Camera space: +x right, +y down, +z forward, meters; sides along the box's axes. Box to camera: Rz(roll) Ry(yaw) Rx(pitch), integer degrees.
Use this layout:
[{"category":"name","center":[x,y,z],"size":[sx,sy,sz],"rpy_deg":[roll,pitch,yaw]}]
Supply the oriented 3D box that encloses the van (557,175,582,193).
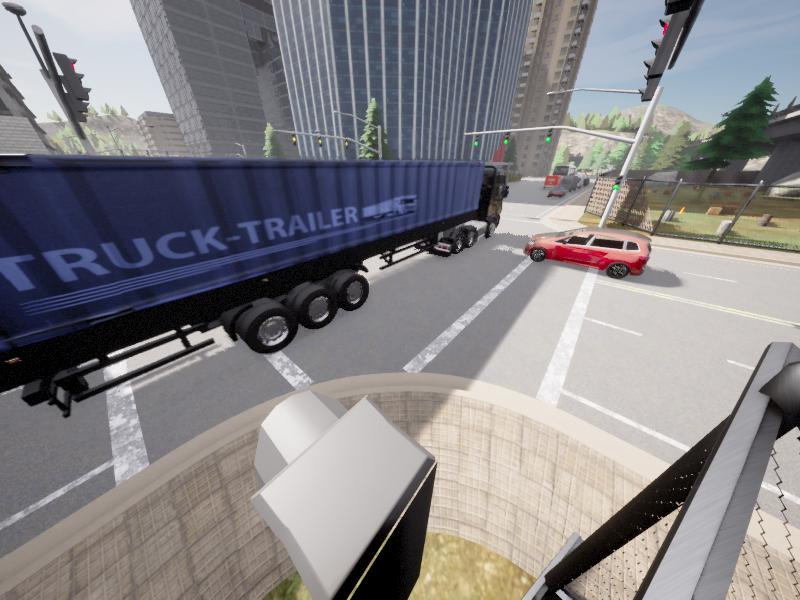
[{"category":"van","center":[30.940,-21.257,42.174],"size":[1.988,2.561,5.915],"rpy_deg":[25,39,37]}]

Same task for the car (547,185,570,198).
[{"category":"car","center":[23.951,-16.374,34.887],"size":[1.994,1.385,4.181],"rpy_deg":[23,37,34]}]

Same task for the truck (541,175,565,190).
[{"category":"truck","center":[30.920,-23.734,46.528],"size":[2.627,2.467,5.204],"rpy_deg":[23,37,34]}]

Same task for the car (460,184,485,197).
[{"category":"car","center":[11.378,-17.082,36.037],"size":[1.812,1.442,4.674],"rpy_deg":[23,37,34]}]

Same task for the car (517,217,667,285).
[{"category":"car","center":[8.359,-2.468,10.590],"size":[4.611,1.667,2.242],"rpy_deg":[23,37,33]}]

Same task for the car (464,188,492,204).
[{"category":"car","center":[10.164,-13.647,30.058],"size":[1.816,1.474,4.193],"rpy_deg":[23,37,34]}]

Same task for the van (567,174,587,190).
[{"category":"van","center":[36.526,-24.377,47.580],"size":[1.988,2.561,5.915],"rpy_deg":[23,37,34]}]

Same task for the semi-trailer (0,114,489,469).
[{"category":"semi-trailer","center":[-1.479,-2.518,7.880],"size":[2.717,4.402,14.254],"rpy_deg":[23,37,34]}]

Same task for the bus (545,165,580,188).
[{"category":"bus","center":[36.989,-28.217,52.516],"size":[3.944,4.253,10.273],"rpy_deg":[23,37,34]}]

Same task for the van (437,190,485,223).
[{"category":"van","center":[5.440,-8.326,20.334],"size":[2.069,2.038,4.480],"rpy_deg":[23,38,34]}]

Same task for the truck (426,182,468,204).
[{"category":"truck","center":[6.327,-14.354,30.659],"size":[2.390,2.098,6.274],"rpy_deg":[23,37,34]}]

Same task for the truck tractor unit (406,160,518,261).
[{"category":"truck tractor unit","center":[3.597,-5.463,13.186],"size":[3.053,4.208,6.516],"rpy_deg":[23,37,34]}]
